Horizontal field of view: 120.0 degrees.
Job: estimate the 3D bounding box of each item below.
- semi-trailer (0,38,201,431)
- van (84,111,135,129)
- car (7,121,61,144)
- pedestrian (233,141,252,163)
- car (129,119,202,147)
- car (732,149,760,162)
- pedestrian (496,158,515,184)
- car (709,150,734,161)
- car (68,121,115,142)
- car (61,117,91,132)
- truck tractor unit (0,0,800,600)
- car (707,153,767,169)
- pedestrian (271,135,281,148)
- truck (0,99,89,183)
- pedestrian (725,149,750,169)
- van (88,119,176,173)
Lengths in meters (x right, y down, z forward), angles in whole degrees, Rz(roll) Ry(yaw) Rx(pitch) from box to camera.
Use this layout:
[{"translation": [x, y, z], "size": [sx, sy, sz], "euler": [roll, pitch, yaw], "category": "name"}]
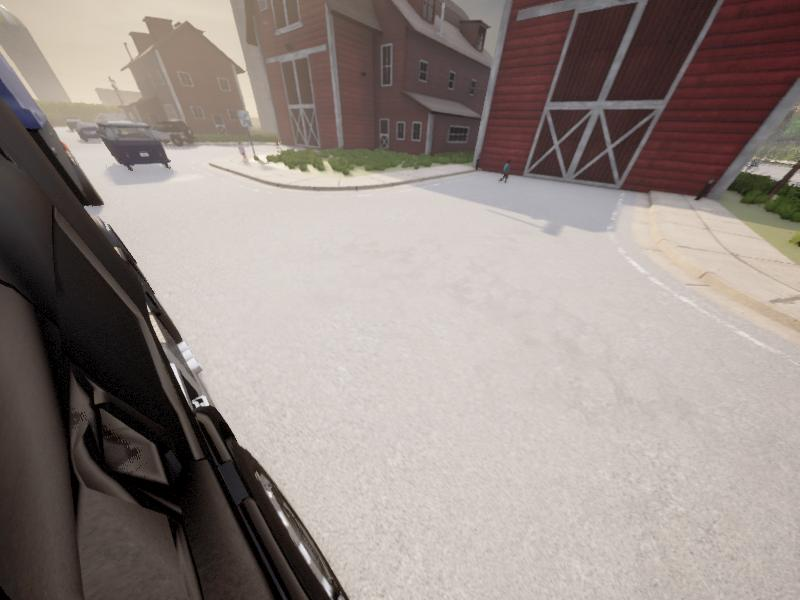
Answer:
[{"translation": [-8.695, -3.596, 4.247], "size": [14.254, 4.402, 2.717], "euler": [28, 43, 30], "category": "semi-trailer"}, {"translation": [-59.345, -36.762, 47.359], "size": [1.988, 2.561, 5.915], "euler": [29, 43, 31], "category": "van"}, {"translation": [-31.840, -14.638, 20.194], "size": [4.181, 1.385, 1.994], "euler": [28, 43, 30], "category": "car"}, {"translation": [-9.565, -9.025, 14.059], "size": [0.500, 1.100, 0.500], "euler": [25, 42, 27], "category": "pedestrian"}, {"translation": [-21.075, -15.197, 20.996], "size": [3.866, 1.878, 1.905], "euler": [-1, 42, -2], "category": "car"}, {"translation": [70.004, -29.337, 46.875], "size": [1.905, 1.878, 3.866], "euler": [29, 44, 31], "category": "car"}, {"translation": [5.457, -6.676, 11.974], "size": [0.500, 1.100, 0.500], "euler": [28, 43, 30], "category": "pedestrian"}, {"translation": [65.996, -29.757, 47.476], "size": [1.837, 1.490, 4.892], "euler": [29, 44, 31], "category": "car"}, {"translation": [-31.834, -17.391, 23.836], "size": [4.792, 1.488, 2.163], "euler": [28, 43, 30], "category": "car"}, {"translation": [-49.393, -26.787, 35.229], "size": [5.238, 1.638, 1.930], "euler": [28, 43, 30], "category": "car"}, {"translation": [-2.645, -0.295, 0.351], "size": [6.516, 4.208, 3.053], "euler": [28, 44, 30], "category": "truck tractor unit"}, {"translation": [46.828, -19.428, 32.232], "size": [1.994, 1.385, 4.181], "euler": [-7, 38, -14], "category": "car"}, {"translation": [-12.546, -16.073, 23.428], "size": [0.500, 1.100, 0.500], "euler": [27, 42, 29], "category": "pedestrian"}, {"translation": [-16.116, -6.733, 9.636], "size": [5.204, 2.467, 2.627], "euler": [28, 43, 30], "category": "truck"}, {"translation": [39.324, -16.448, 26.950], "size": [0.751, 1.860, 0.751], "euler": [-27, 46, -34], "category": "pedestrian"}, {"translation": [-14.008, -8.128, 12.080], "size": [4.442, 1.987, 1.775], "euler": [28, 43, 30], "category": "van"}]
